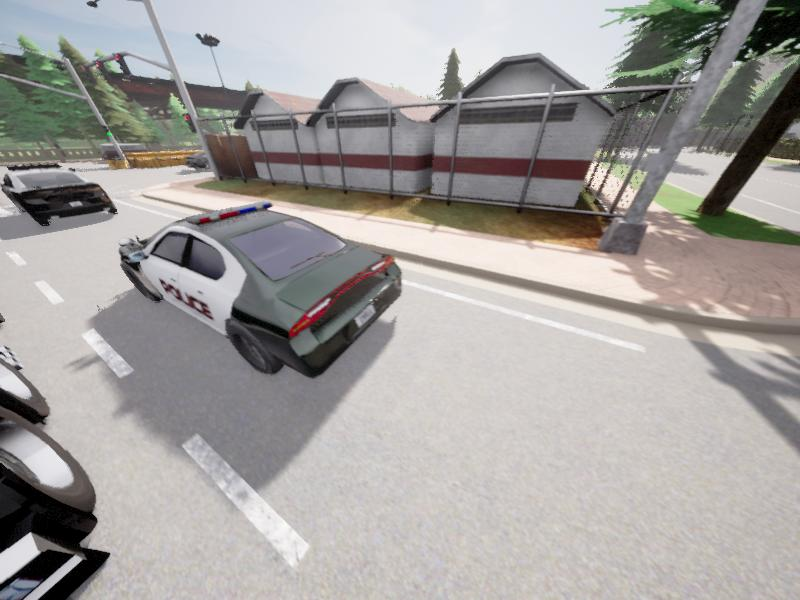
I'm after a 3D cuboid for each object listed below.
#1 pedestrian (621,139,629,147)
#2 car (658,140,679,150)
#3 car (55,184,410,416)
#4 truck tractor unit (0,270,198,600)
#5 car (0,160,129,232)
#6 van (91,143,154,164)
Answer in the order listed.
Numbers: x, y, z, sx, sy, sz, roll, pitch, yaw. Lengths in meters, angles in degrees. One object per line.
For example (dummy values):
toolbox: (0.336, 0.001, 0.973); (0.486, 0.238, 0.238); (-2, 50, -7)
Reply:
pedestrian: (62.038, -43.220, 63.592); (0.751, 1.860, 0.751); (-21, 40, -27)
car: (63.576, -36.780, 54.622); (3.866, 1.878, 1.905); (-21, 40, -27)
car: (-2.527, -0.660, 3.624); (4.974, 1.542, 2.038); (17, 39, 24)
truck tractor unit: (-5.118, -0.294, 0.764); (6.516, 4.208, 3.053); (18, 39, 24)
car: (-12.658, -3.993, 8.402); (5.238, 1.638, 1.930); (18, 39, 25)
van: (-35.185, -18.729, 29.454); (1.775, 1.987, 4.442); (17, 38, 23)
